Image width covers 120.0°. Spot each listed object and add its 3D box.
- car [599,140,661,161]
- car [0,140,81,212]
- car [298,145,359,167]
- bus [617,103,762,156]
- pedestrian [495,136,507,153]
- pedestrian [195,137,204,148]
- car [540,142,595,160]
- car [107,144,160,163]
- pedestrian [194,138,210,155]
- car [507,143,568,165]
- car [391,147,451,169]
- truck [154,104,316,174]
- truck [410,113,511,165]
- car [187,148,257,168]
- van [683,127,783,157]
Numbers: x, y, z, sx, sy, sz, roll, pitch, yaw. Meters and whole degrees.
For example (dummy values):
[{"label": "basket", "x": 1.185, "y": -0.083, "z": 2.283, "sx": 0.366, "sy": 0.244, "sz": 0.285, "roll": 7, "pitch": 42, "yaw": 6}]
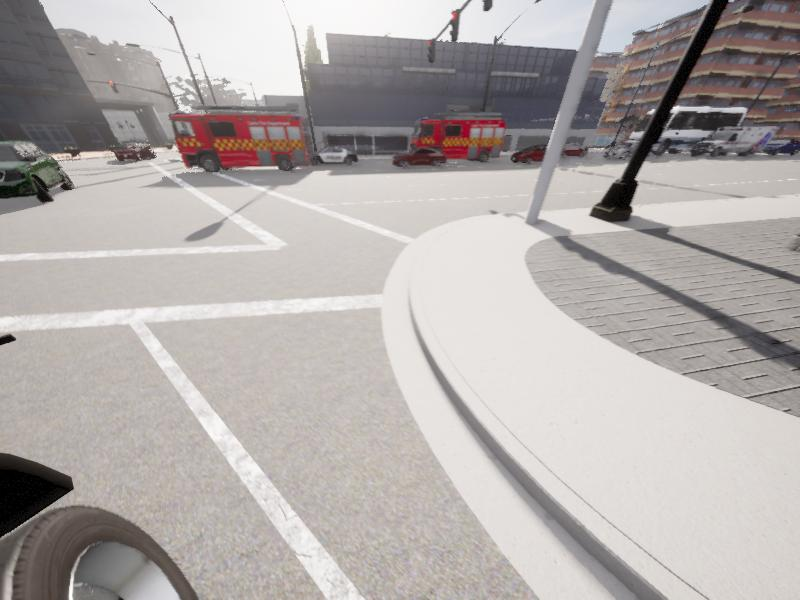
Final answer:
[{"label": "car", "x": 21.965, "y": -14.383, "z": 22.199, "sx": 3.806, "sy": 1.475, "sz": 1.970, "roll": -7, "pitch": 36, "yaw": -7}, {"label": "car", "x": -15.973, "y": -5.206, "z": 9.338, "sx": 2.150, "sy": 2.045, "sz": 5.566, "roll": -25, "pitch": 43, "yaw": -31}, {"label": "car", "x": -6.377, "y": -13.310, "z": 21.275, "sx": 4.974, "sy": 1.542, "sz": 2.038, "roll": -5, "pitch": 36, "yaw": -8}, {"label": "bus", "x": 31.218, "y": -18.546, "z": 25.432, "sx": 10.273, "sy": 4.253, "sz": 3.944, "roll": -6, "pitch": 36, "yaw": -8}, {"label": "pedestrian", "x": 13.842, "y": -21.328, "z": 31.647, "sx": 0.751, "sy": 1.860, "sz": 0.751, "roll": -8, "pitch": 36, "yaw": -12}, {"label": "pedestrian", "x": -42.144, "y": -33.160, "z": 48.533, "sx": 0.751, "sy": 1.860, "sz": 0.751, "roll": -14, "pitch": 38, "yaw": -19}, {"label": "car", "x": 17.730, "y": -15.895, "z": 24.578, "sx": 4.181, "sy": 1.385, "sz": 1.994, "roll": -7, "pitch": 36, "yaw": -7}, {"label": "car", "x": -28.111, "y": -15.671, "z": 24.542, "sx": 1.816, "sy": 1.474, "sz": 4.193, "roll": -11, "pitch": 37, "yaw": -15}, {"label": "pedestrian", "x": -25.067, "y": -19.470, "z": 29.314, "sx": 0.751, "sy": 1.860, "sz": 0.751, "roll": -12, "pitch": 37, "yaw": -17}, {"label": "car", "x": 12.364, "y": -13.240, "z": 20.959, "sx": 4.193, "sy": 1.474, "sz": 1.816, "roll": -7, "pitch": 36, "yaw": -7}, {"label": "car", "x": 1.677, "y": -12.034, "z": 19.526, "sx": 4.674, "sy": 1.442, "sz": 1.812, "roll": -6, "pitch": 36, "yaw": -8}, {"label": "truck", "x": -11.149, "y": -11.714, "z": 17.027, "sx": 8.468, "sy": 3.827, "sz": 2.891, "roll": -6, "pitch": 36, "yaw": -8}, {"label": "truck", "x": 5.456, "y": -15.483, "z": 22.262, "sx": 8.468, "sy": 3.827, "sz": 2.891, "roll": -6, "pitch": 36, "yaw": -8}, {"label": "car", "x": -15.281, "y": -12.367, "z": 20.070, "sx": 4.181, "sy": 1.385, "sz": 1.994, "roll": -5, "pitch": 36, "yaw": -8}, {"label": "van", "x": 33.661, "y": -16.080, "z": 23.497, "sx": 6.366, "sy": 2.431, "sz": 2.351, "roll": -6, "pitch": 36, "yaw": -8}]
